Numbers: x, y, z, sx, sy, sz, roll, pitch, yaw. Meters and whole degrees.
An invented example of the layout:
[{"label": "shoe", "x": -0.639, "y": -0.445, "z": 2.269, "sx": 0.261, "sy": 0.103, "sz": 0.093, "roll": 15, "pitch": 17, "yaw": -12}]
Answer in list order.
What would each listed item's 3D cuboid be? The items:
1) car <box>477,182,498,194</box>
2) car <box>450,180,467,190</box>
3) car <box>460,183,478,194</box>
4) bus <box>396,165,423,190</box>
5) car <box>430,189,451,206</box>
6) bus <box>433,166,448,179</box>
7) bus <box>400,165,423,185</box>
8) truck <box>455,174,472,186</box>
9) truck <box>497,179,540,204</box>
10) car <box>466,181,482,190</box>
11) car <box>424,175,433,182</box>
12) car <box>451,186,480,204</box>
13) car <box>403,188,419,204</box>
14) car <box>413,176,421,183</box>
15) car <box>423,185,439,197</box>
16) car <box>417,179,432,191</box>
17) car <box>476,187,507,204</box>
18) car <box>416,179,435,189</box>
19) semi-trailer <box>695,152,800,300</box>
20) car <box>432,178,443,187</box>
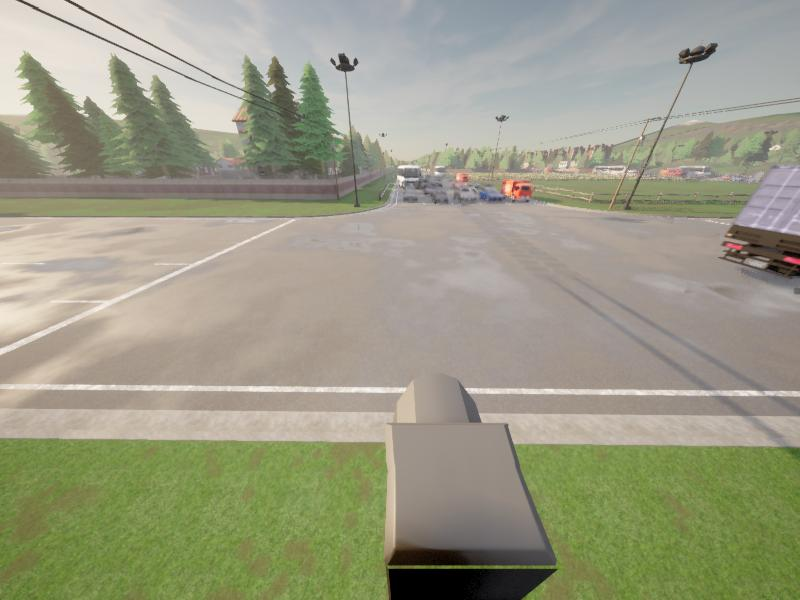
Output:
[{"label": "car", "x": 15.332, "y": -19.712, "z": 40.622, "sx": 2.007, "sy": 1.525, "sz": 4.514, "roll": 0, "pitch": 30, "yaw": 0}, {"label": "car", "x": 11.861, "y": -23.413, "z": 46.889, "sx": 2.242, "sy": 1.667, "sz": 4.611, "roll": 0, "pitch": 30, "yaw": 0}, {"label": "car", "x": 11.828, "y": -19.341, "z": 40.029, "sx": 1.970, "sy": 1.475, "sz": 3.806, "roll": 0, "pitch": 30, "yaw": 0}, {"label": "bus", "x": 1.752, "y": -26.538, "z": 49.736, "sx": 3.944, "sy": 4.253, "sz": 10.273, "roll": -3, "pitch": 30, "yaw": -7}, {"label": "car", "x": 4.895, "y": -12.758, "z": 28.548, "sx": 1.789, "sy": 1.549, "sz": 3.705, "roll": -1, "pitch": 30, "yaw": -1}, {"label": "bus", "x": 15.689, "y": -49.792, "z": 90.003, "sx": 3.944, "sy": 4.253, "sz": 10.273, "roll": 0, "pitch": 30, "yaw": 0}, {"label": "bus", "x": 3.142, "y": -33.403, "z": 61.605, "sx": 3.944, "sy": 4.253, "sz": 10.273, "roll": 8, "pitch": 31, "yaw": 13}, {"label": "truck", "x": 15.407, "y": -29.425, "z": 56.487, "sx": 2.627, "sy": 2.467, "sz": 5.204, "roll": 0, "pitch": 31, "yaw": 0}, {"label": "truck", "x": 15.348, "y": -14.366, "z": 30.417, "sx": 2.627, "sy": 2.467, "sz": 5.204, "roll": -1, "pitch": 30, "yaw": -1}, {"label": "car", "x": 15.367, "y": -23.992, "z": 48.193, "sx": 1.994, "sy": 1.385, "sz": 4.181, "roll": 0, "pitch": 30, "yaw": 0}, {"label": "car", "x": 8.465, "y": -36.222, "z": 68.850, "sx": 1.905, "sy": 1.878, "sz": 3.866, "roll": 0, "pitch": 30, "yaw": 0}, {"label": "car", "x": 8.366, "y": -13.695, "z": 30.105, "sx": 2.152, "sy": 1.651, "sz": 5.027, "roll": -1, "pitch": 30, "yaw": -1}, {"label": "car", "x": 1.320, "y": -13.796, "z": 30.457, "sx": 1.812, "sy": 1.442, "sz": 4.674, "roll": 0, "pitch": 30, "yaw": -1}, {"label": "car", "x": 5.039, "y": -35.849, "z": 68.480, "sx": 2.152, "sy": 1.651, "sz": 5.027, "roll": 2, "pitch": 30, "yaw": 4}, {"label": "car", "x": 4.857, "y": -17.560, "z": 37.052, "sx": 1.994, "sy": 1.385, "sz": 4.181, "roll": 0, "pitch": 30, "yaw": 1}, {"label": "car", "x": 4.687, "y": -22.450, "z": 44.995, "sx": 1.905, "sy": 1.878, "sz": 3.866, "roll": -4, "pitch": 30, "yaw": -8}, {"label": "car", "x": 11.851, "y": -13.744, "z": 30.274, "sx": 1.882, "sy": 1.535, "sz": 5.008, "roll": -1, "pitch": 30, "yaw": -1}, {"label": "car", "x": 5.556, "y": -25.287, "z": 50.136, "sx": 2.242, "sy": 1.667, "sz": 4.611, "roll": 16, "pitch": 34, "yaw": 25}, {"label": "semi-trailer", "x": 20.338, "y": -2.561, "z": 8.022, "sx": 14.254, "sy": 4.402, "sz": 2.717, "roll": 0, "pitch": 30, "yaw": 0}, {"label": "car", "x": 8.584, "y": -26.948, "z": 53.010, "sx": 2.242, "sy": 1.667, "sz": 4.611, "roll": 5, "pitch": 30, "yaw": 8}]
